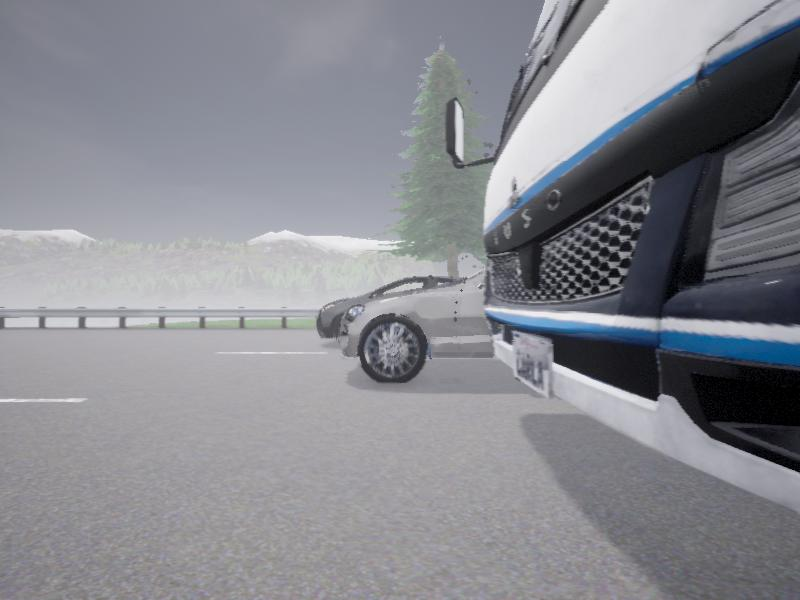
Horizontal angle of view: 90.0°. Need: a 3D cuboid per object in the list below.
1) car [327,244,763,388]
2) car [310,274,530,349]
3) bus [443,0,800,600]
[{"bbox_3d":[1.677,0.182,5.698,5.027,1.651,2.152,0,0,0],"label":"car"},{"bbox_3d":[0.412,0.229,9.200,4.514,1.525,2.007,0,0,0],"label":"car"},{"bbox_3d":[5.570,-1.132,2.081,10.273,4.253,3.944,0,0,0],"label":"bus"}]
